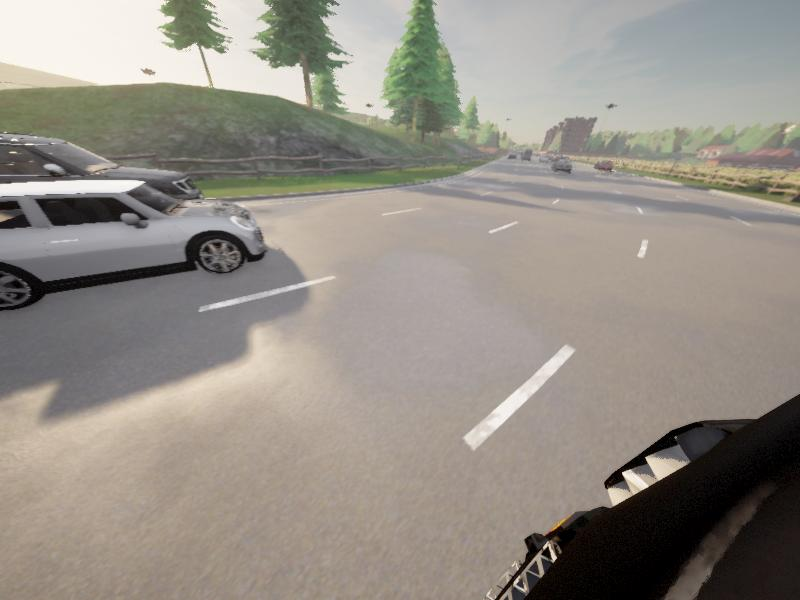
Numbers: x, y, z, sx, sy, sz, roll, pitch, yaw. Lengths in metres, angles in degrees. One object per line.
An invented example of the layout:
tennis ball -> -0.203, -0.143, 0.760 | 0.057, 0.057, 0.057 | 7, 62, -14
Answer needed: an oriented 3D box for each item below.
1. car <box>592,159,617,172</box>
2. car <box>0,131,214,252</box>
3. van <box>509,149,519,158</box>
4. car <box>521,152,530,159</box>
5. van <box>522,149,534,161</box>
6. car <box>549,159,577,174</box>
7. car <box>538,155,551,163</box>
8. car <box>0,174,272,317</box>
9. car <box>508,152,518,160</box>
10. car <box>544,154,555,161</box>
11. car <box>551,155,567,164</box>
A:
car -> 31.819, -21.004, 36.075 | 1.845, 1.501, 3.633 | 16, 36, 18
car -> -8.130, -2.565, 5.276 | 5.566, 2.045, 2.150 | -16, 39, -25
van -> 38.311, -49.050, 77.419 | 2.351, 2.431, 6.366 | 15, 36, 18
car -> 40.655, -46.852, 74.832 | 1.905, 1.878, 3.866 | 15, 36, 18
van -> 33.622, -38.310, 60.983 | 1.988, 2.561, 5.915 | 16, 36, 18
car -> 21.332, -17.647, 30.439 | 2.033, 1.411, 5.357 | 16, 36, 18
car -> 33.261, -32.584, 53.360 | 1.845, 1.501, 3.633 | 16, 36, 18
car -> -4.682, -1.253, 4.090 | 3.806, 1.475, 1.970 | -17, 39, -26
car -> 32.276, -41.157, 65.960 | 1.930, 1.638, 5.238 | 16, 36, 18
car -> 46.759, -44.519, 72.196 | 2.128, 1.511, 4.902 | 15, 36, 18
car -> 38.452, -34.159, 56.106 | 2.242, 1.667, 4.611 | 16, 36, 18
